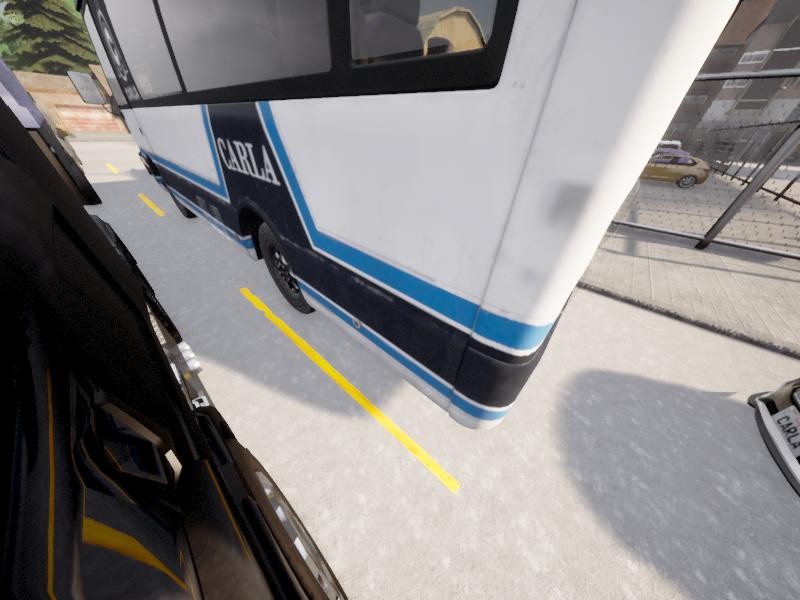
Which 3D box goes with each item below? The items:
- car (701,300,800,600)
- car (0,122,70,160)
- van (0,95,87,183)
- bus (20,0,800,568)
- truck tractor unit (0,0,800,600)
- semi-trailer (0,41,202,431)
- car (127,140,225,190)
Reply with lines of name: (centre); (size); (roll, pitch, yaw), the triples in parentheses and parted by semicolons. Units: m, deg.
car: (4.882, 1.683, 0.424); (4.902, 1.511, 2.128); (25, 42, 27)
car: (-21.608, -9.209, 13.329); (3.705, 1.549, 1.789); (21, 40, 23)
van: (-16.118, -7.071, 9.993); (5.915, 2.561, 1.988); (30, 44, 32)
bus: (-2.166, -3.037, 4.015); (10.273, 4.253, 3.944); (29, 44, 31)
truck tractor unit: (-2.645, -0.295, 0.351); (6.516, 4.208, 3.053); (28, 44, 30)
semi-trailer: (-8.709, -3.596, 4.219); (14.254, 4.402, 2.717); (28, 44, 30)
car: (-9.715, -5.987, 9.967); (4.718, 1.301, 1.895); (30, 44, 31)
